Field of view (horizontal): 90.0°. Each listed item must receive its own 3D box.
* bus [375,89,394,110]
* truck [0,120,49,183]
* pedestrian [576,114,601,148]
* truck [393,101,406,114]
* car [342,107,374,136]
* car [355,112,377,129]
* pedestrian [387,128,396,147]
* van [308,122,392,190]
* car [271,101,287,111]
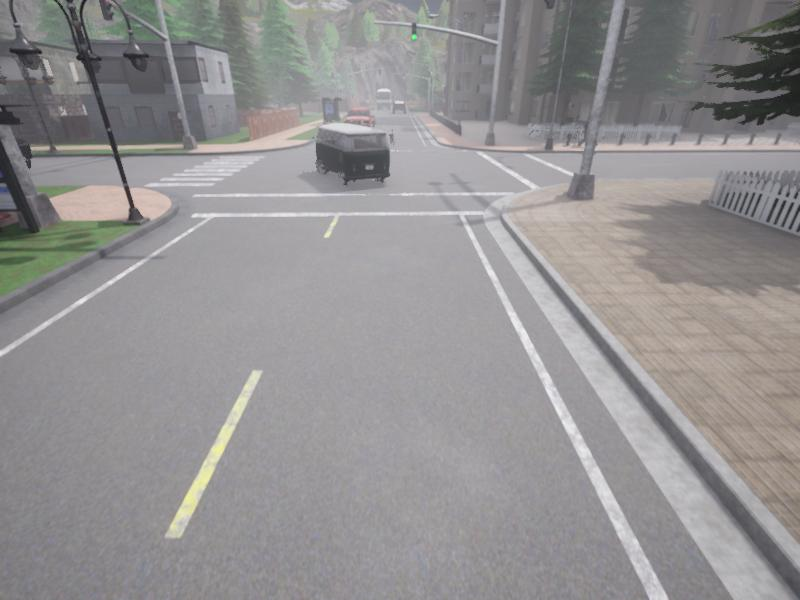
[{"bbox_3d":[-3.543,-46.953,93.657,3.944,4.253,10.273,0,27,0],"label":"bus"},{"bbox_3d":[-18.356,-5.801,15.634,6.274,2.098,2.390,-4,27,-8],"label":"truck"},{"bbox_3d":[11.418,-10.258,24.280,0.751,1.860,0.751,-1,27,-1],"label":"pedestrian"},{"bbox_3d":[-0.126,-36.094,74.813,2.390,2.098,6.274,0,27,0],"label":"truck"},{"bbox_3d":[-3.557,-15.729,35.114,2.150,2.045,5.566,0,27,0],"label":"car"},{"bbox_3d":[-3.571,-19.072,42.385,1.994,1.385,4.181,0,27,0],"label":"car"},{"bbox_3d":[-0.569,-10.610,26.104,0.500,1.100,0.500,-3,27,-6],"label":"pedestrian"},{"bbox_3d":[-2.093,-5.870,15.926,1.775,1.987,4.442,-13,30,-24],"label":"van"},{"bbox_3d":[-25.164,-40.410,83.162,1.932,1.855,4.605,-1,27,-1],"label":"car"}]
